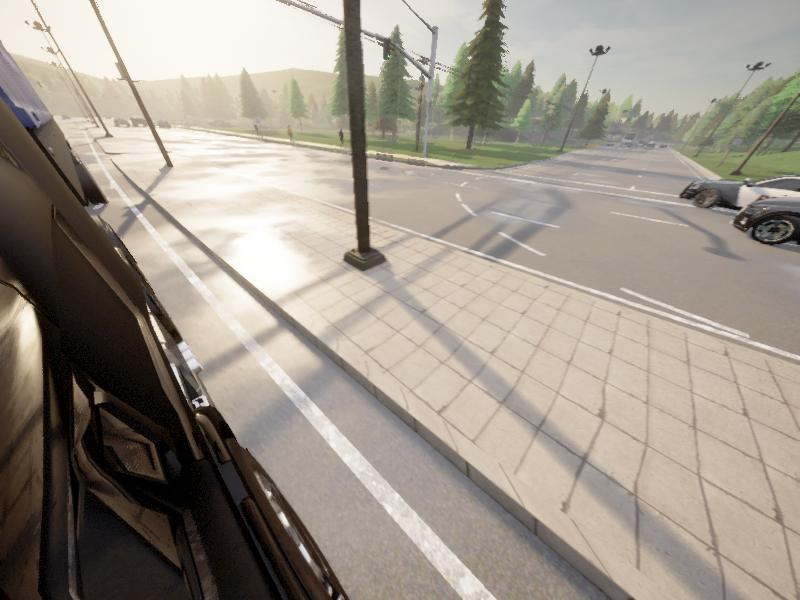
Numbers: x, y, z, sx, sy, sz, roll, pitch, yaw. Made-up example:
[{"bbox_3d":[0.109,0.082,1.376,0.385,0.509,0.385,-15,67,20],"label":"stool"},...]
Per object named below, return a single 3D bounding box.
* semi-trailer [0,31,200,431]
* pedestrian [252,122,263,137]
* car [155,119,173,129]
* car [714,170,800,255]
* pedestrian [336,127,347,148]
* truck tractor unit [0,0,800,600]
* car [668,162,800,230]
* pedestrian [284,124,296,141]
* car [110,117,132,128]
[{"bbox_3d":[-8.644,-3.639,4.284,14.254,4.402,2.717,29,44,30],"label":"semi-trailer"},{"bbox_3d":[-22.992,-27.474,37.227,0.751,1.860,0.751,31,45,32],"label":"pedestrian"},{"bbox_3d":[-54.844,-40.935,53.689,3.988,1.617,1.851,30,44,31],"label":"car"},{"bbox_3d":[11.720,-1.640,5.313,2.033,1.649,4.856,-17,41,-23],"label":"car"},{"bbox_3d":[-6.316,-17.577,25.041,0.751,1.860,0.751,32,45,33],"label":"pedestrian"},{"bbox_3d":[-2.645,-0.295,0.351,6.516,4.208,3.053,28,44,30],"label":"truck tractor unit"},{"bbox_3d":[13.897,-3.744,8.381,2.038,1.542,4.974,-10,39,-19],"label":"car"},{"bbox_3d":[-14.884,-22.660,31.299,0.751,1.860,0.751,31,45,33],"label":"pedestrian"},{"bbox_3d":[-59.876,-38.188,49.641,5.027,1.651,2.152,30,44,31],"label":"car"}]
